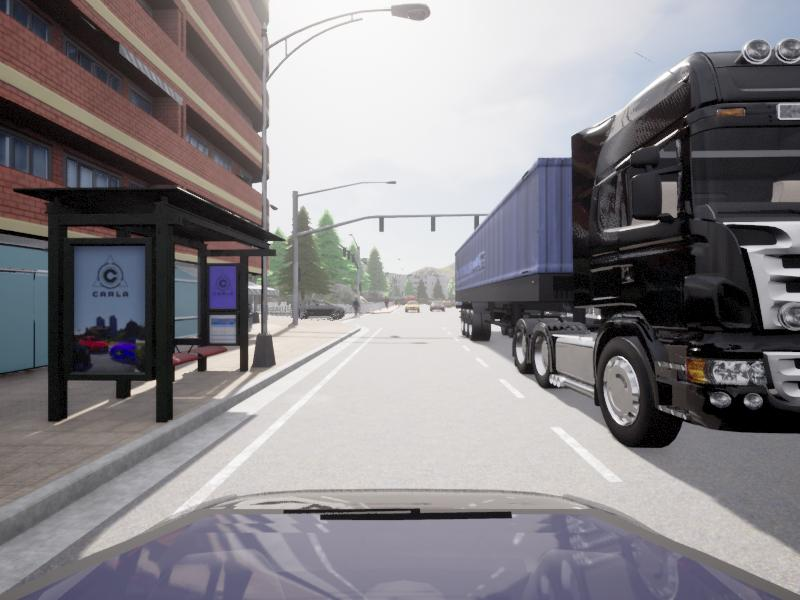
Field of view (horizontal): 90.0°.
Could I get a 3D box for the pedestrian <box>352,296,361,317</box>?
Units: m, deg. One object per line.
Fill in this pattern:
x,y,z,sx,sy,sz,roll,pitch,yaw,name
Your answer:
-3.896,0.590,35.748,0.751,1.860,0.751,0,0,3,pedestrian

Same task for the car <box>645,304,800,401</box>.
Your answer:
7.280,0.845,8.035,1.837,1.490,4.892,0,0,2,car

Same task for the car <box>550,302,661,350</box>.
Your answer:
7.494,0.845,15.241,1.837,1.490,4.892,0,0,2,car

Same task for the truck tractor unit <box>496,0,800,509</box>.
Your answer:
3.726,-0.516,6.257,3.053,4.208,6.516,0,0,2,truck tractor unit

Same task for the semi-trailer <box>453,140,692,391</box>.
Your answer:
3.960,-0.618,14.165,2.717,4.402,14.254,0,0,2,semi-trailer

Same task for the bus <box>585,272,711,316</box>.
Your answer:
24.878,-0.589,40.654,10.273,4.253,3.944,0,0,1,bus

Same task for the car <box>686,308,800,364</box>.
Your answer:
10.890,0.944,11.627,1.895,1.301,4.718,0,0,2,car

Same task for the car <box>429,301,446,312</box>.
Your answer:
5.242,0.851,56.793,2.163,1.488,4.792,0,0,2,car

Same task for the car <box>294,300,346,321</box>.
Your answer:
-6.029,0.762,30.585,3.705,1.549,1.789,0,0,-4,car

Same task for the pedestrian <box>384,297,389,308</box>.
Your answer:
-2.204,0.485,67.050,0.751,1.860,0.751,0,0,2,pedestrian
